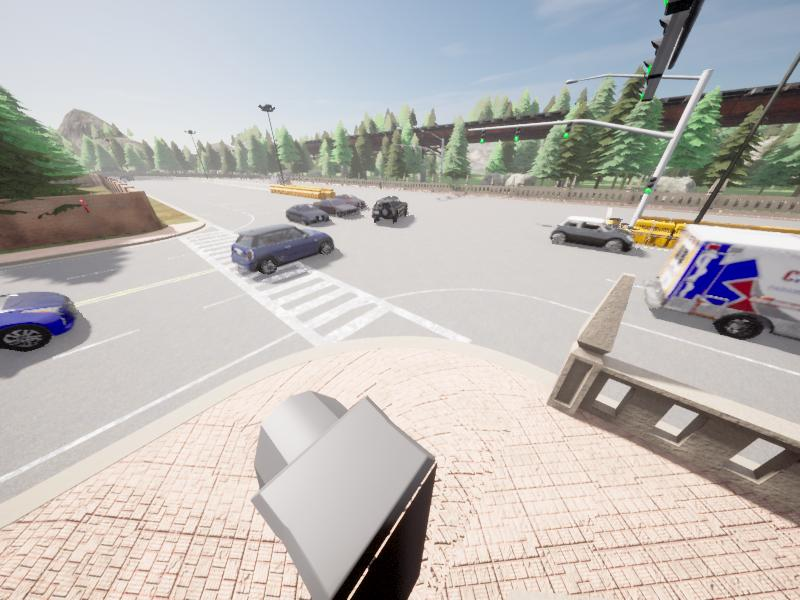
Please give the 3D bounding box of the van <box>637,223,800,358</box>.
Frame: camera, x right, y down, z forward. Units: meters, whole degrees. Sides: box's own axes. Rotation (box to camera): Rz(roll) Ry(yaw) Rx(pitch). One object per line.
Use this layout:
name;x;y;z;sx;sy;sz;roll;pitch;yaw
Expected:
van;10.645;-0.003;5.579;6.366;2.431;2.351;23;37;34

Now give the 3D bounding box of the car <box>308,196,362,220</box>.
car;-6.200;-8.777;21.815;5.357;1.411;2.033;23;37;34

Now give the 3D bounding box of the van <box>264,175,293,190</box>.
van;-24.737;-23.967;47.091;6.366;2.431;2.351;23;37;34

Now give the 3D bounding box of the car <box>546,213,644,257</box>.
car;10.928;-3.849;13.196;3.806;1.475;1.970;23;37;34

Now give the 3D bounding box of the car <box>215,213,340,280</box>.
car;-5.430;-2.789;11.041;2.097;1.767;4.553;19;35;30

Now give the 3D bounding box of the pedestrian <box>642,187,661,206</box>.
pedestrian;28.003;-11.522;25.749;0.751;1.860;0.751;23;37;34

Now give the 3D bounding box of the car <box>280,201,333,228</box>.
car;-7.662;-7.092;18.921;4.181;1.385;1.994;23;37;34

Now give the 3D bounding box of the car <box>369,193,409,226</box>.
car;-0.764;-7.832;19.698;1.932;1.855;4.605;9;32;14

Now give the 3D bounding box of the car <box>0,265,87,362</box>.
car;-10.810;0.844;5.017;2.007;1.525;4.514;23;37;34

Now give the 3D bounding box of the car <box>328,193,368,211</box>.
car;-5.769;-10.862;25.451;4.181;1.385;1.994;22;37;33
